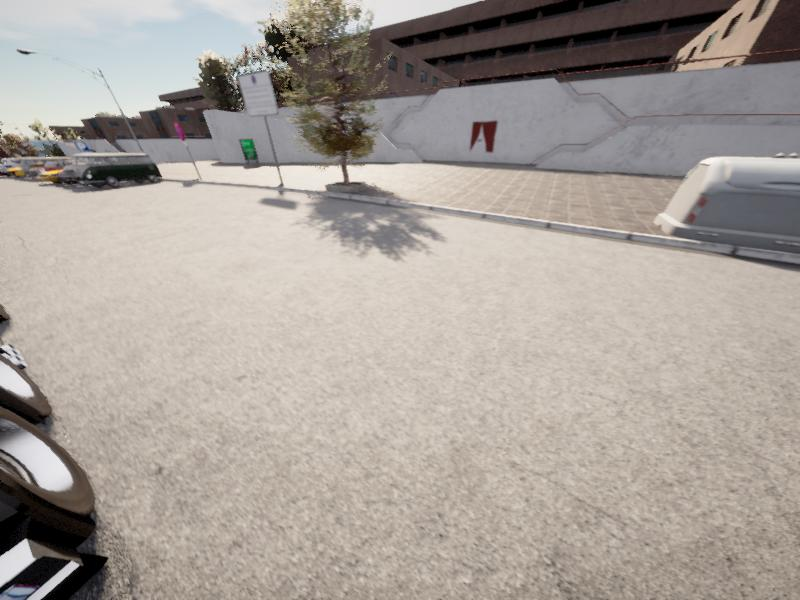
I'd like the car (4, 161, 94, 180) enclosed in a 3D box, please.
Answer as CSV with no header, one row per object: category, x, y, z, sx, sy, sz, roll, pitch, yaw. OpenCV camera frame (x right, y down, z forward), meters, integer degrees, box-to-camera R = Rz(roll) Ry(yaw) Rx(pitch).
car,-40.526,-15.226,26.961,1.946,1.575,5.366,4,33,9

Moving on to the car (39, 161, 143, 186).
car,-25.086,-10.550,19.110,2.002,1.452,4.674,5,33,9

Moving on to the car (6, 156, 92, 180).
car,-37.997,-14.494,25.303,1.878,1.987,4.442,5,33,9

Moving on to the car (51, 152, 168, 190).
car,-19.958,-9.196,16.294,1.878,1.987,4.442,5,33,9

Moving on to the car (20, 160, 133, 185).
car,-27.697,-11.242,20.219,1.946,1.575,5.366,5,33,9

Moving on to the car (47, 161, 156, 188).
car,-22.517,-9.791,17.820,2.002,1.452,4.674,4,33,9

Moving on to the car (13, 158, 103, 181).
car,-35.394,-13.732,24.192,2.185,1.767,4.553,5,33,9

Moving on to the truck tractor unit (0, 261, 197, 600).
truck tractor unit,-5.104,-0.308,0.779,6.516,4.208,3.053,19,39,24
